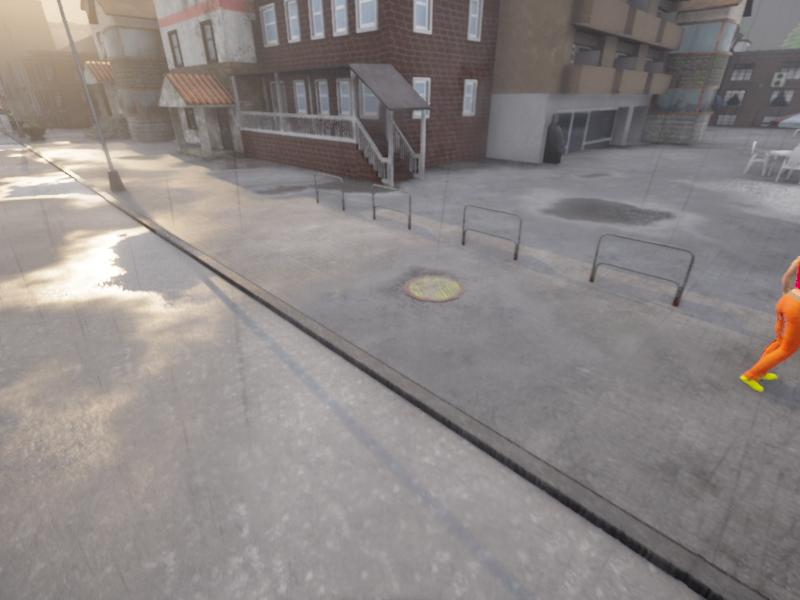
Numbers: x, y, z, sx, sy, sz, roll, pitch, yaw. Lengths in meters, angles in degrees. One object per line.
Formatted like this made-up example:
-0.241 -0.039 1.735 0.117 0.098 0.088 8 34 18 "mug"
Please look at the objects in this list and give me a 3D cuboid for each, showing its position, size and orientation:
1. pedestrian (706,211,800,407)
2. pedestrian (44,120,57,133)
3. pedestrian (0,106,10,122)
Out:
4.090 0.115 4.131 0.751 1.860 0.751 4 27 8 "pedestrian"
-31.428 -15.596 35.941 0.500 1.100 0.500 22 35 37 "pedestrian"
-52.024 -24.398 52.459 0.751 1.860 0.751 -20 33 -33 "pedestrian"
